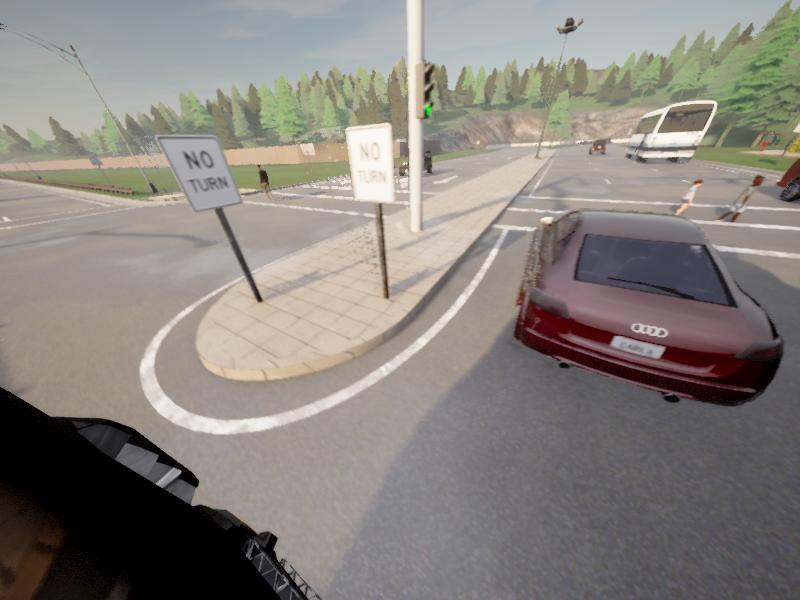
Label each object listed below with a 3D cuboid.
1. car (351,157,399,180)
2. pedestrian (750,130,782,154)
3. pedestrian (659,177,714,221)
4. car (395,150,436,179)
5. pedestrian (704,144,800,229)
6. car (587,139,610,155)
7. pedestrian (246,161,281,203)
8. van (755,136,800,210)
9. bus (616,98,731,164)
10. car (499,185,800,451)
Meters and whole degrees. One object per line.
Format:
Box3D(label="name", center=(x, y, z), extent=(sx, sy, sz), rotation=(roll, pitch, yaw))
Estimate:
Box3D(label="car", center=(-2.071, -11.986, 20.924), extent=(1.812, 1.442, 4.674), rotation=(16, 38, 26))
Box3D(label="pedestrian", center=(35.716, -15.395, 22.566), extent=(0.751, 1.860, 0.751), rotation=(-12, 34, -13))
Box3D(label="pedestrian", center=(8.397, -2.990, 6.824), extent=(0.500, 1.100, 0.500), rotation=(15, 37, 25))
Box3D(label="car", center=(1.448, -11.793, 19.967), extent=(1.905, 1.878, 3.866), rotation=(16, 38, 26))
Box3D(label="pedestrian", center=(9.245, -2.962, 6.084), extent=(0.751, 1.860, 0.751), rotation=(26, 43, 36))
Box3D(label="car", center=(30.117, -23.296, 35.210), extent=(1.905, 1.878, 3.866), rotation=(16, 38, 26))
Box3D(label="pedestrian", center=(-7.029, -6.109, 11.993), extent=(0.751, 1.860, 0.751), rotation=(12, 36, 21))
Box3D(label="van", center=(13.680, -3.520, 6.434), extent=(2.069, 2.038, 4.480), rotation=(15, 38, 25))
Box3D(label="bus", center=(25.587, -16.276, 22.804), extent=(3.944, 4.253, 10.273), rotation=(16, 38, 26))
Box3D(label="car", center=(3.037, -0.616, 3.437), extent=(1.994, 1.385, 4.181), rotation=(15, 38, 25))
